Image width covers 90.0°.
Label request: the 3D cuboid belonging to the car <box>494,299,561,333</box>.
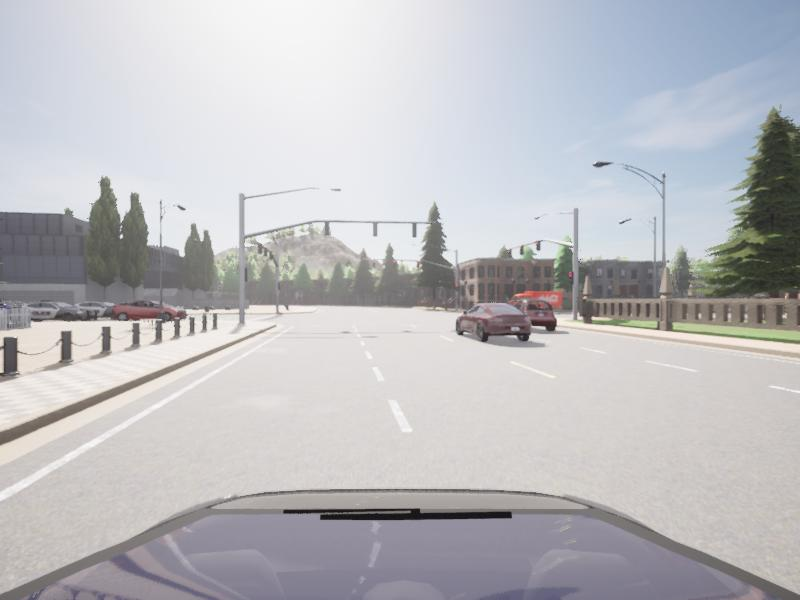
[{"bbox_3d":[6.553,0.756,21.049,1.851,1.617,3.988,0,0,-6],"label":"car"}]

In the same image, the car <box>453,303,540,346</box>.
[{"bbox_3d":[3.676,0.845,16.240,1.812,1.442,4.674,0,0,-9],"label":"car"}]

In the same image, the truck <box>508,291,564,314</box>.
[{"bbox_3d":[14.946,0.288,44.240,5.204,2.467,2.627,0,0,-9],"label":"truck"}]

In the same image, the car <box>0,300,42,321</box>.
[{"bbox_3d":[-30.374,0.784,30.299,4.514,1.525,2.007,0,0,-9],"label":"car"}]

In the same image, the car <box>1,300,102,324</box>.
[{"bbox_3d":[-23.998,0.785,27.724,4.974,1.542,2.038,0,0,-9],"label":"car"}]

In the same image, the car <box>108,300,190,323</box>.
[{"bbox_3d":[-17.823,0.786,28.595,4.514,1.525,2.007,0,0,-7],"label":"car"}]

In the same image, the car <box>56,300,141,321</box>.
[{"bbox_3d":[-23.470,0.780,31.344,4.974,1.542,2.038,0,0,-9],"label":"car"}]

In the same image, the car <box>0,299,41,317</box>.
[{"bbox_3d":[-36.410,0.717,36.464,5.238,1.638,1.930,0,0,-9],"label":"car"}]
